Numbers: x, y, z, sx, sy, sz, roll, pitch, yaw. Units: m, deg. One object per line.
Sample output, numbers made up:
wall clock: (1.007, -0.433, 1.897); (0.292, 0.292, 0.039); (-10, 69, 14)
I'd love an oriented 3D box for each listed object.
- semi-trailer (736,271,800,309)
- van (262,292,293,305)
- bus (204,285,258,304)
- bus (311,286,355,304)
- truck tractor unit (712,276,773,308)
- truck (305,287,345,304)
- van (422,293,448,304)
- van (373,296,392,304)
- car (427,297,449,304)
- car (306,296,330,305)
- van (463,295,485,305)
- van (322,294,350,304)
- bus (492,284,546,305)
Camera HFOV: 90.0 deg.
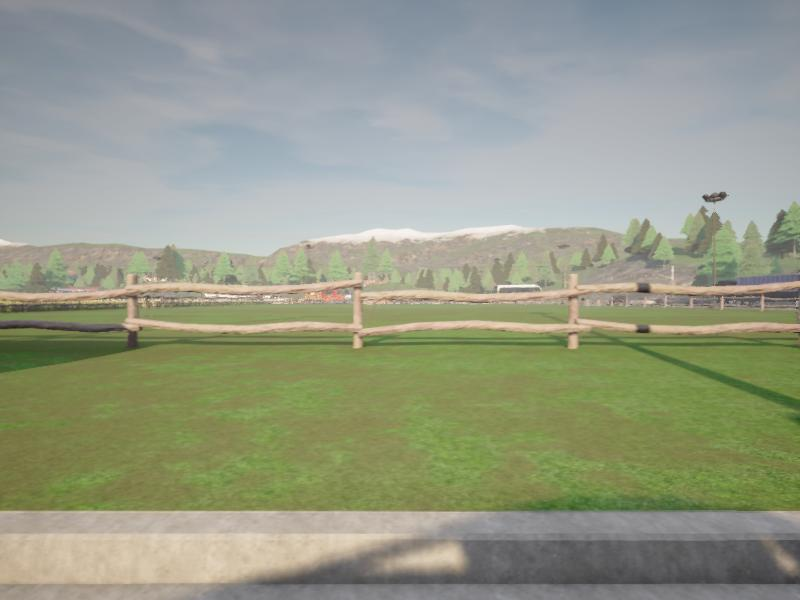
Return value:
semi-trailer: (48.288, -1.170, 48.806); (2.717, 4.402, 14.254); (0, 0, 0)
van: (-25.961, -0.328, 84.816); (5.915, 2.561, 1.988); (0, 0, 0)
bus: (-37.243, -1.179, 88.364); (10.273, 4.253, 3.944); (0, 0, 0)
bus: (-16.536, -1.157, 99.006); (10.273, 4.253, 3.944); (0, 0, 0)
truck tractor unit: (48.315, -1.068, 56.724); (3.053, 4.208, 6.516); (0, 0, 0)
truck: (-16.489, -0.943, 88.380); (8.468, 3.827, 2.891); (0, 0, 0)
van: (8.003, -0.269, 92.050); (5.915, 2.561, 1.988); (0, 0, 0)
van: (-3.980, -0.007, 91.972); (4.442, 1.987, 1.775); (0, 0, 0)
car: (8.945, 0.190, 95.563); (5.027, 1.651, 2.152); (0, 0, 0)
car: (-17.427, 0.034, 84.879); (4.605, 1.855, 1.932); (0, 0, 0)
van: (16.298, -0.010, 88.610); (4.480, 2.038, 2.069); (0, 0, 0)
van: (-15.165, -0.244, 95.393); (6.366, 2.431, 2.351); (0, 0, 0)
bus: (25.296, -1.101, 85.337); (10.273, 4.253, 3.944); (-1, 0, -1)
